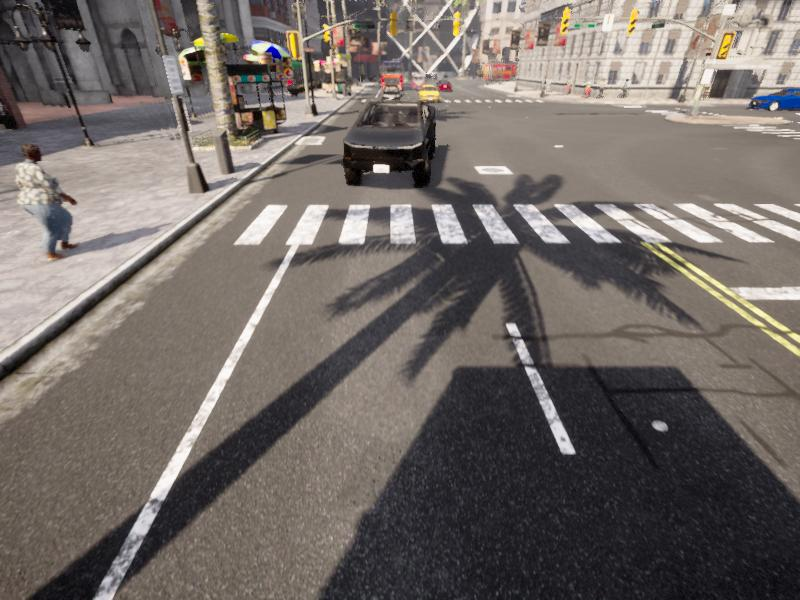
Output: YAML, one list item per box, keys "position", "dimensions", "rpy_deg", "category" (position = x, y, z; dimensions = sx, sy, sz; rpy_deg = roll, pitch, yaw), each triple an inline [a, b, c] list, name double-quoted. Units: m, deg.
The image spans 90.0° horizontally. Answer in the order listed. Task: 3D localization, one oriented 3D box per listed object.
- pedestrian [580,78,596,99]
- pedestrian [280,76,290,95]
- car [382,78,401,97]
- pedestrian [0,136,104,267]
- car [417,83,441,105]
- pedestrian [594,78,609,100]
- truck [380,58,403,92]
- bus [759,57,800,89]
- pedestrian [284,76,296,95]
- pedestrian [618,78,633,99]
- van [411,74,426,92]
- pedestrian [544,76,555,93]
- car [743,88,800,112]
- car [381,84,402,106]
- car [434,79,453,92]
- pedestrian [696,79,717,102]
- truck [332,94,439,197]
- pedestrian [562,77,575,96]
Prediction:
- position: [18.738, -21.073, 39.856]
  dimensions: [0.751, 1.860, 0.751]
  rpy_deg: [-4, 31, -7]
  category: "pedestrian"
- position: [-12.898, -24.114, 44.936]
  dimensions: [0.751, 1.860, 0.751]
  rpy_deg: [-6, 31, -10]
  category: "pedestrian"
- position: [-0.920, -24.575, 46.170]
  dimensions: [2.097, 1.767, 4.553]
  rpy_deg: [0, 30, -1]
  category: "car"
- position: [-5.767, -1.603, 6.512]
  dimensions: [0.751, 1.860, 0.751]
  rpy_deg: [16, 34, 25]
  category: "pedestrian"
- position: [2.713, -19.652, 37.991]
  dimensions: [1.801, 1.575, 5.366]
  rpy_deg: [0, 30, -1]
  category: "car"
- position: [19.748, -20.681, 39.191]
  dimensions: [0.751, 1.860, 0.751]
  rpy_deg: [4, 31, 6]
  category: "pedestrian"
- position: [-1.026, -31.503, 55.988]
  dimensions: [2.891, 3.827, 8.468]
  rpy_deg: [0, 30, 0]
  category: "truck"
- position: [63.605, -35.757, 63.105]
  dimensions: [3.944, 4.253, 10.273]
  rpy_deg: [0, 30, -1]
  category: "bus"
- position: [-12.269, -23.870, 44.517]
  dimensions: [0.751, 1.860, 0.751]
  rpy_deg: [26, 39, 37]
  category: "pedestrian"
- position: [22.589, -21.235, 40.149]
  dimensions: [0.751, 1.860, 0.751]
  rpy_deg: [7, 31, 12]
  category: "pedestrian"
- position: [2.522, -30.127, 55.476]
  dimensions: [1.775, 1.987, 4.442]
  rpy_deg: [0, 30, 0]
  category: "van"
- position: [18.015, -26.039, 48.332]
  dimensions: [0.751, 1.860, 0.751]
  rpy_deg: [-1, 30, -3]
  category: "pedestrian"
- position: [30.677, -15.876, 31.701]
  dimensions: [5.008, 1.535, 1.882]
  rpy_deg: [-1, 30, -1]
  category: "car"
- position: [-0.754, -18.354, 35.783]
  dimensions: [1.789, 1.549, 3.705]
  rpy_deg: [0, 30, -1]
  category: "car"
- position: [5.956, -29.474, 54.983]
  dimensions: [1.994, 1.385, 4.181]
  rpy_deg: [0, 30, -1]
  category: "car"
- position: [28.681, -19.628, 37.431]
  dimensions: [0.751, 1.860, 0.751]
  rpy_deg: [0, 30, -1]
  category: "pedestrian"
- position: [-0.110, -5.289, 12.942]
  dimensions: [2.390, 2.098, 6.274]
  rpy_deg: [4, 31, 6]
  category: "truck"
- position: [18.494, -23.450, 43.915]
  dimensions: [0.751, 1.860, 0.751]
  rpy_deg: [0, 30, 0]
  category: "pedestrian"
